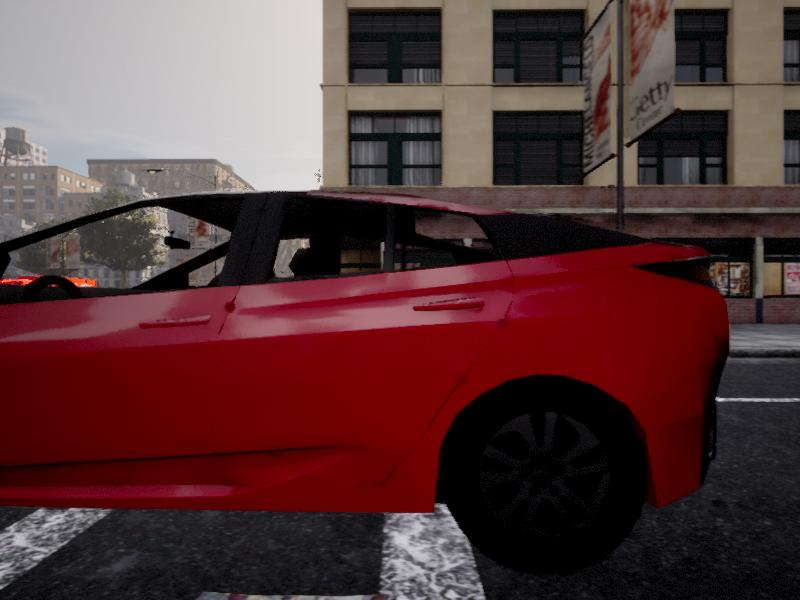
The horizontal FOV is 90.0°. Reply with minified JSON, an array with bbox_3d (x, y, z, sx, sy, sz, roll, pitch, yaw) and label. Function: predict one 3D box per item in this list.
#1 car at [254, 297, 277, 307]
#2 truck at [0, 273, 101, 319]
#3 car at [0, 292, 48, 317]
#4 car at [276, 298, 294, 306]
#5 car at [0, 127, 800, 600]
[{"bbox_3d":[-20.800,0.256,61.930,2.007,1.525,4.514,0,0,1],"label":"car"},{"bbox_3d":[-21.249,-0.206,24.075,2.627,2.467,5.204,0,-1,0],"label":"truck"},{"bbox_3d":[-24.728,0.287,25.031,1.970,1.475,3.806,0,0,1],"label":"car"},{"bbox_3d":[-20.431,0.323,71.099,1.970,1.475,3.806,0,0,4],"label":"car"},{"bbox_3d":[-0.846,0.230,2.352,4.514,1.525,2.007,0,0,3],"label":"car"}]
